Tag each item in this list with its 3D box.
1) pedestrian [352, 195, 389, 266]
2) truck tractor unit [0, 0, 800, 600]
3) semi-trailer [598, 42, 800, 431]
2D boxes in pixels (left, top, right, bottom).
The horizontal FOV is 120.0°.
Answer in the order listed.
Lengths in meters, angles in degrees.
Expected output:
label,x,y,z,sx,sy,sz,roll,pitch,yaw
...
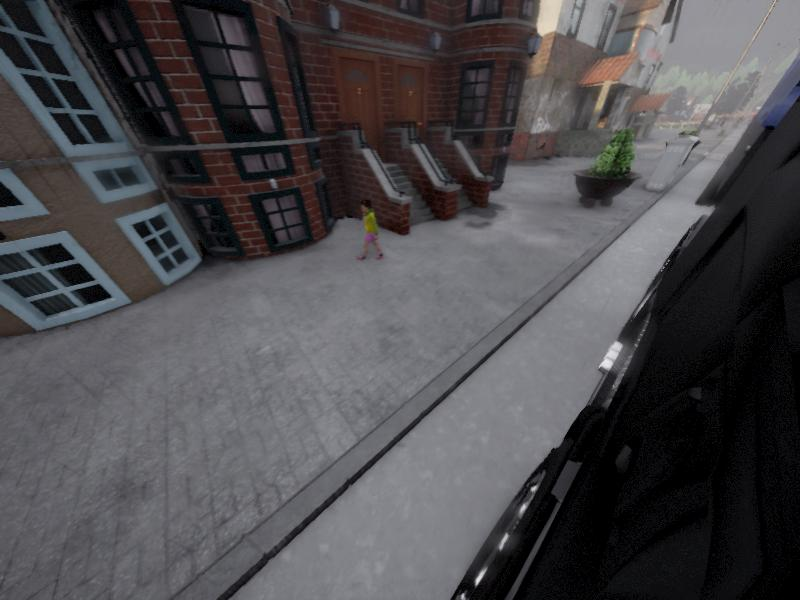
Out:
label,x,y,z,sx,sy,sz,roll,pitch,yaw
pedestrian,-0.527,-1.262,4.223,0.500,1.100,0.500,-9,37,-9
truck tractor unit,2.645,-0.295,0.352,6.516,4.208,3.053,-28,44,-30
semi-trailer,8.701,-3.580,4.257,14.254,4.402,2.717,-28,44,-30
